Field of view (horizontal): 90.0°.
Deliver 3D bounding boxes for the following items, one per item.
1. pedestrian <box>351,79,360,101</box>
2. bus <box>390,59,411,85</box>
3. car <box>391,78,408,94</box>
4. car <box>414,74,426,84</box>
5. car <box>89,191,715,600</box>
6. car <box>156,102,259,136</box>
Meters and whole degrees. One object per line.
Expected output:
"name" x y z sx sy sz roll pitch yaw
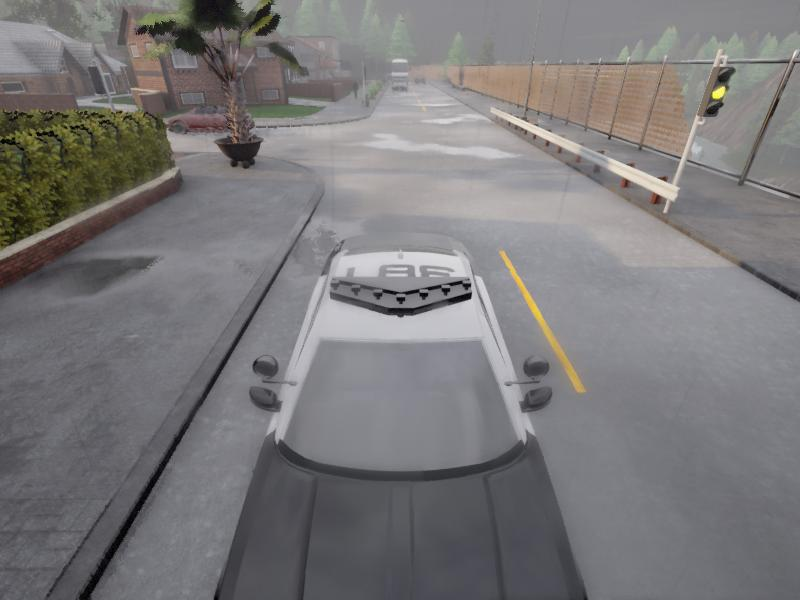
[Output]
"pedestrian" -4.355 -20.651 39.311 0.751 1.860 0.751 -2 30 -3
"bus" 0.094 -44.543 78.141 3.944 4.253 10.273 0 30 0
"car" -0.015 -28.507 53.267 2.152 1.651 5.027 0 30 0
"car" 3.971 -44.567 80.620 2.097 1.767 4.553 0 30 0
"car" 0.006 0.626 3.353 1.930 1.638 5.238 0 31 0
"car" -9.846 -9.426 20.813 4.181 1.385 1.994 1 30 1
